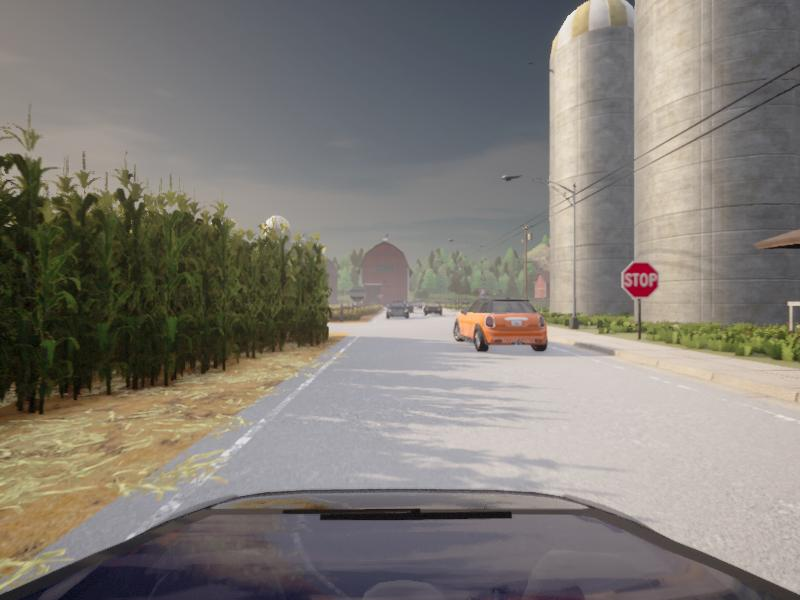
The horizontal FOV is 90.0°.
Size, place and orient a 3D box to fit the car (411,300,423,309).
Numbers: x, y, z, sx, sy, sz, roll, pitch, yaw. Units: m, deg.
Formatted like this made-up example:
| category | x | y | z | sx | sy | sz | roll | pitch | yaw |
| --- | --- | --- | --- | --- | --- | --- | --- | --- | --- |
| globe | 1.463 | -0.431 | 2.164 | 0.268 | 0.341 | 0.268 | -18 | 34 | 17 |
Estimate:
| category | x | y | z | sx | sy | sz | roll | pitch | yaw |
| --- | --- | --- | --- | --- | --- | --- | --- | --- | --- |
| car | 3.086 | 0.862 | 74.880 | 2.033 | 1.649 | 4.856 | 0 | 0 | 0 |

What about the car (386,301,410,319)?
| category | x | y | z | sx | sy | sz | roll | pitch | yaw |
| --- | --- | --- | --- | --- | --- | --- | --- | --- | --- |
| car | -0.204 | 0.868 | 36.195 | 2.038 | 1.542 | 4.974 | 0 | 0 | 0 |

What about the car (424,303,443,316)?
| category | x | y | z | sx | sy | sz | roll | pitch | yaw |
| --- | --- | --- | --- | --- | --- | --- | --- | --- | --- |
| car | 3.566 | 0.992 | 42.504 | 1.895 | 1.301 | 4.718 | 0 | 0 | 6 |

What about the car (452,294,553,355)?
| category | x | y | z | sx | sy | sz | roll | pitch | yaw |
| --- | --- | --- | --- | --- | --- | --- | --- | --- | --- |
| car | 3.303 | 0.711 | 13.933 | 2.097 | 1.767 | 4.553 | 0 | 0 | -4 |
